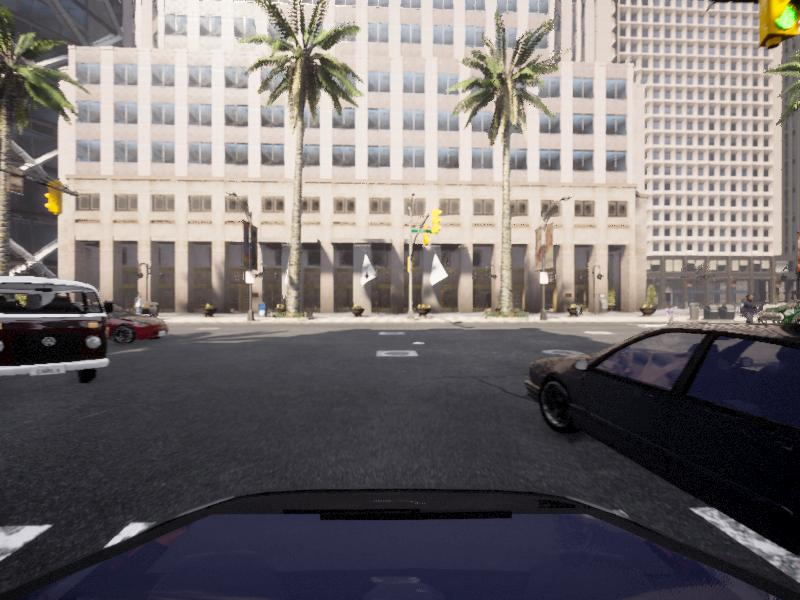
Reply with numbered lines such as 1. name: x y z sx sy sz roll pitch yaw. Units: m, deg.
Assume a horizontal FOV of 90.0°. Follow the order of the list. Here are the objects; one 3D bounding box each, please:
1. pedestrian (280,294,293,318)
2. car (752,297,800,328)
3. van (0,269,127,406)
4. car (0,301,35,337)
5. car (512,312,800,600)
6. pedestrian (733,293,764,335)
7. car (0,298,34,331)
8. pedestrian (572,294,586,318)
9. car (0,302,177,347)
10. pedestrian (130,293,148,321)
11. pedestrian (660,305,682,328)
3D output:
1. pedestrian: -8.691 0.468 30.737 0.751 1.860 0.751 0 0 4
2. car: 23.693 0.692 23.303 4.553 1.767 2.097 0 0 -2
3. van: -7.336 0.564 7.798 4.480 2.038 2.069 0 -2 39
4. car: -18.937 0.813 17.810 3.633 1.501 1.845 0 0 -1
5. car: 2.914 0.894 3.238 2.033 1.411 5.357 0 0 -6
6. pedestrian: 15.815 0.634 18.157 0.751 1.860 0.751 0 0 -1
7. car: -22.807 0.740 21.176 4.611 1.667 2.242 0 0 -6
8. pedestrian: 14.217 0.475 31.838 0.751 1.860 0.751 0 0 -3
9. car: -11.257 0.841 14.773 4.792 1.488 2.163 0 0 -3
10. pedestrian: -17.496 0.467 26.821 0.751 1.860 0.751 0 0 9
11. pedestrian: 15.359 0.912 22.670 0.751 1.300 0.751 0 0 -6
